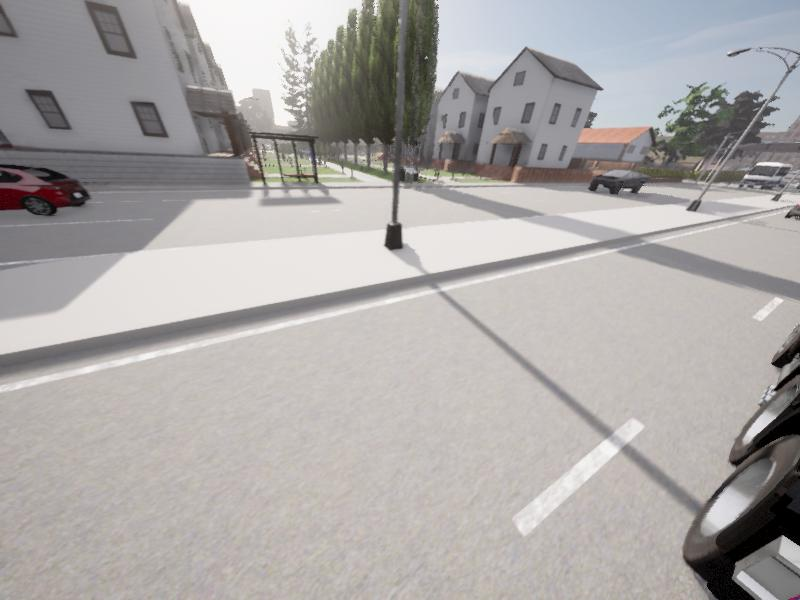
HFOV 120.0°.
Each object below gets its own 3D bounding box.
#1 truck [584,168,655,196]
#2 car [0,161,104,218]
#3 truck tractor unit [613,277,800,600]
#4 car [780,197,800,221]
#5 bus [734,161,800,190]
[{"bbox_3d":[22.091,-11.903,23.242,6.274,2.098,2.390,-13,37,-24],"label":"truck"},{"bbox_3d":[-13.685,-3.683,7.659,4.193,1.474,1.816,-10,35,-20],"label":"car"},{"bbox_3d":[5.216,-0.079,1.097,6.516,4.208,3.053,-8,28,-29],"label":"truck tractor unit"},{"bbox_3d":[29.150,-6.304,15.773,4.611,1.667,2.242,-13,37,-24],"label":"car"},{"bbox_3d":[70.112,-23.712,44.135,10.273,4.253,3.944,-13,37,-24],"label":"bus"}]
